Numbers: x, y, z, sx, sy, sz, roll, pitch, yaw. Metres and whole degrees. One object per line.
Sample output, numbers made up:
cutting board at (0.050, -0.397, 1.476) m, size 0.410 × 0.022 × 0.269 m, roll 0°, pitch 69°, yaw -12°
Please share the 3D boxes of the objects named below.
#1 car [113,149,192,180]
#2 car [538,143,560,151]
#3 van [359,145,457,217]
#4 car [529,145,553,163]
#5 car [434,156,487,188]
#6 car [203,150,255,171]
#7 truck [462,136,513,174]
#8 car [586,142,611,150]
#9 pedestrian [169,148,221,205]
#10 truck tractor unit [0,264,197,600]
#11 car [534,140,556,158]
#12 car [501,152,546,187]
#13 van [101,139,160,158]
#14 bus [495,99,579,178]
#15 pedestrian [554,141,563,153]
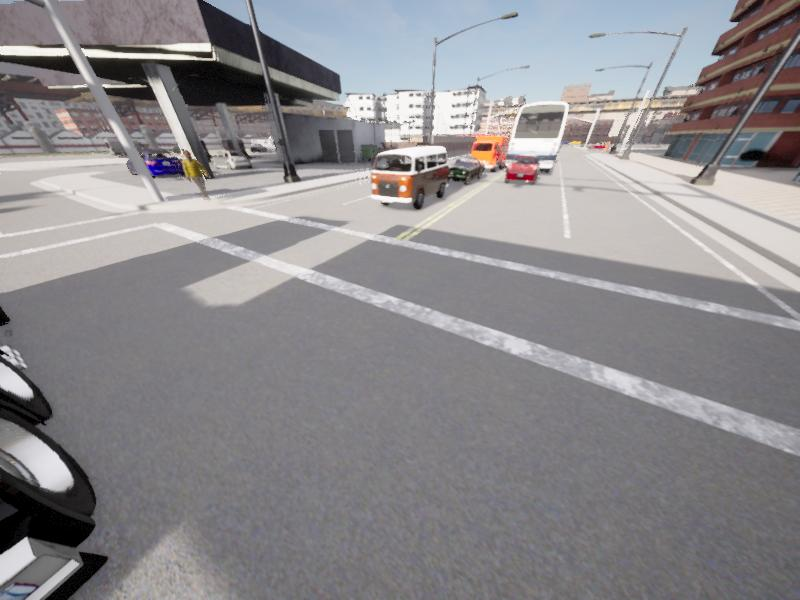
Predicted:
car at (-17.860, -9.901, 16.717) m, size 4.611 × 1.667 × 2.242 m, roll 18°, pitch 39°, yaw 25°
car at (34.739, -35.784, 53.881) m, size 3.806 × 1.475 × 1.970 m, roll 21°, pitch 40°, yaw 28°
van at (0.591, -5.214, 9.701) m, size 2.069 × 2.038 × 4.480 m, roll 17°, pitch 38°, yaw 23°
car at (17.247, -17.904, 28.230) m, size 2.038 × 1.542 × 4.974 m, roll 17°, pitch 38°, yaw 23°
car at (3.992, -8.369, 14.855) m, size 1.895 × 1.301 × 4.718 m, roll 17°, pitch 39°, yaw 24°
car at (-15.650, -12.839, 21.200) m, size 3.806 × 1.475 × 1.970 m, roll 18°, pitch 39°, yaw 25°
truck at (7.534, -12.514, 19.751) m, size 2.627 × 2.467 × 5.204 m, roll 17°, pitch 39°, yaw 24°
car at (44.759, -34.709, 52.157) m, size 3.806 × 1.475 × 1.970 m, roll 18°, pitch 39°, yaw 25°
pedestrian at (-8.061, -4.886, 9.156) m, size 0.751 × 1.860 × 0.751 m, roll 26°, pitch 43°, yaw 33°
truck tractor unit at (-5.111, -0.300, 0.781) m, size 6.516 × 4.208 × 3.053 m, roll 18°, pitch 39°, yaw 24°
car at (21.132, -22.080, 33.742) m, size 2.150 × 2.045 × 5.566 m, roll 16°, pitch 38°, yaw 22°
car at (7.763, -8.241, 14.433) m, size 1.845 × 1.501 × 3.633 m, roll 17°, pitch 39°, yaw 24°
van at (-46.316, -26.290, 39.963) m, size 1.988 × 2.561 × 5.915 m, roll 18°, pitch 39°, yaw 25°
bus at (11.654, -13.565, 19.665) m, size 3.944 × 4.253 × 10.273 m, roll 18°, pitch 39°, yaw 24°
pedestrian at (28.554, -27.479, 41.512) m, size 0.751 × 1.860 × 0.751 m, roll 19°, pitch 39°, yaw 25°
